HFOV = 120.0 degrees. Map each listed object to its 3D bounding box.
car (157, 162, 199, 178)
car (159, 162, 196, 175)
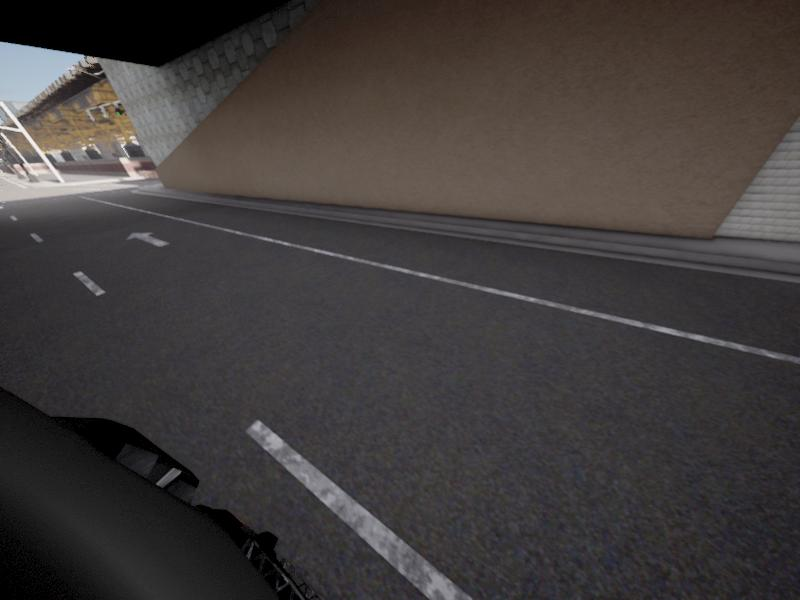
[{"bbox_3d":[-31.116,-18.459,32.582,2.038,1.542,4.974,-10,34,-10],"label":"car"},{"bbox_3d":[-31.136,-18.618,32.536,1.853,1.218,4.536,-10,34,-10],"label":"car"}]
